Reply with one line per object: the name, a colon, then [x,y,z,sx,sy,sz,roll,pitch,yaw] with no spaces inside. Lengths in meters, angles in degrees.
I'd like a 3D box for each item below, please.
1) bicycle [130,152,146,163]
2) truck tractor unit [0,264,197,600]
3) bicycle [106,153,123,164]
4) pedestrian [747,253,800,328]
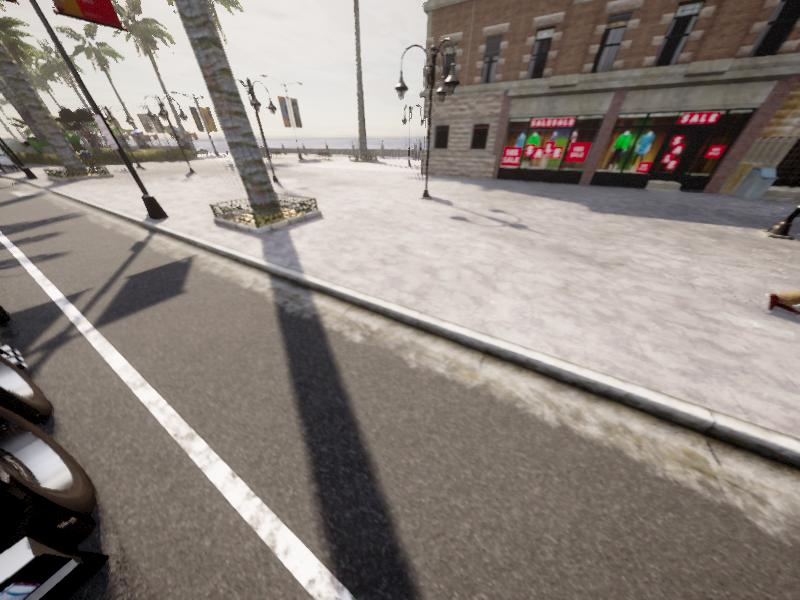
bicycle: [-31.105,-16.882,27.404,1.643,1.024,0.373,18,39,24]
truck tractor unit: [-5.113,-0.299,0.780,6.516,4.208,3.053,18,39,24]
bicycle: [-32.091,-15.875,25.967,1.643,1.024,0.373,18,39,24]
pedestrian: [5.643,-0.538,2.789,0.751,1.860,0.751,-20,39,-26]
